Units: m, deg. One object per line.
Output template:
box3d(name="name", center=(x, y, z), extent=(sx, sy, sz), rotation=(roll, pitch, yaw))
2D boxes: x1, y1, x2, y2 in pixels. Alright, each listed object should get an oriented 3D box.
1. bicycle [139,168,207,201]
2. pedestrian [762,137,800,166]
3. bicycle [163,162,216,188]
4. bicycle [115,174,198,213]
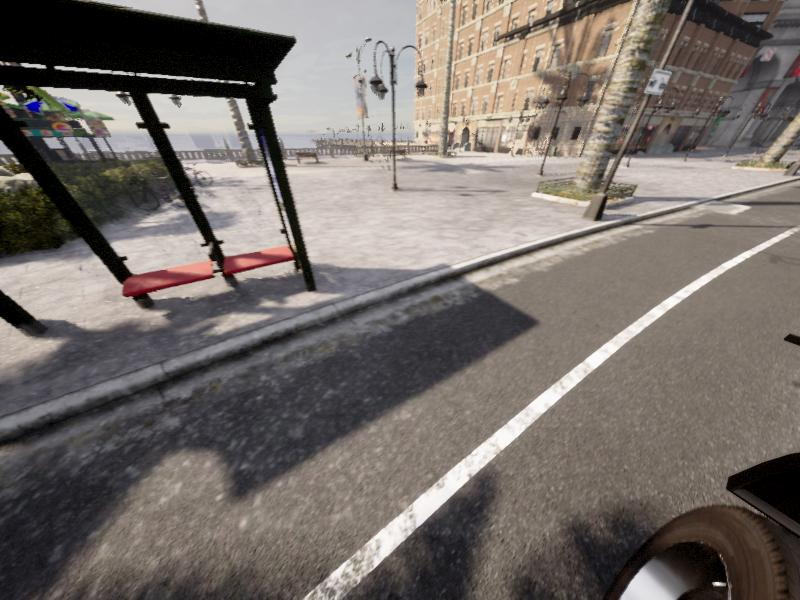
box3d(name="bicycle", center=(-9.112, -4.688, 9.371), extent=(1.643, 1.024, 0.373), rotation=(-16, 39, -21))
box3d(name="pedestrian", center=(30.423, -11.786, 18.356), extent=(0.751, 1.860, 0.751), rotation=(-7, 36, -9))
box3d(name="bicycle", center=(-10.468, -6.249, 11.569), extent=(1.643, 1.024, 0.373), rotation=(-16, 39, -21))
box3d(name="bicycle", center=(-8.208, -3.647, 7.905), extent=(1.643, 1.024, 0.373), rotation=(-16, 39, -21))
